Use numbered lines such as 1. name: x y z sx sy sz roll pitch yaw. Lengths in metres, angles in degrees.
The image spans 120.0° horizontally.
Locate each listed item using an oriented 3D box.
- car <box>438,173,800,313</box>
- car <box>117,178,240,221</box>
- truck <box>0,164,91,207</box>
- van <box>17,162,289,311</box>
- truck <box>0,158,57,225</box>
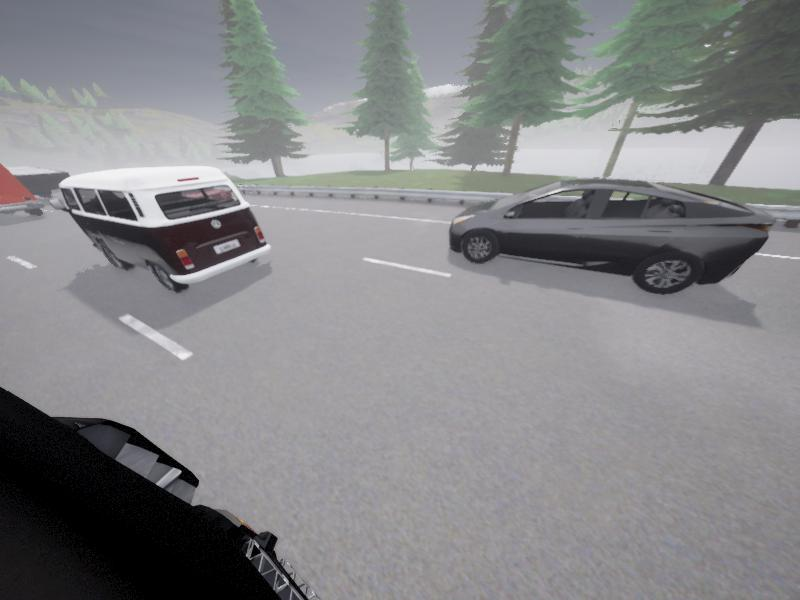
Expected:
1. car: 3.287 -1.508 4.539 4.514 1.525 2.007 16 38 26
2. car: -9.971 -4.637 10.436 4.718 1.301 1.895 12 37 21
3. truck: -24.601 -7.607 15.274 6.274 2.098 2.390 9 36 17
4. van: -5.111 -1.690 5.000 4.480 2.038 2.069 14 37 24
5. truck: -20.049 -4.960 10.647 5.204 2.467 2.627 10 36 18
